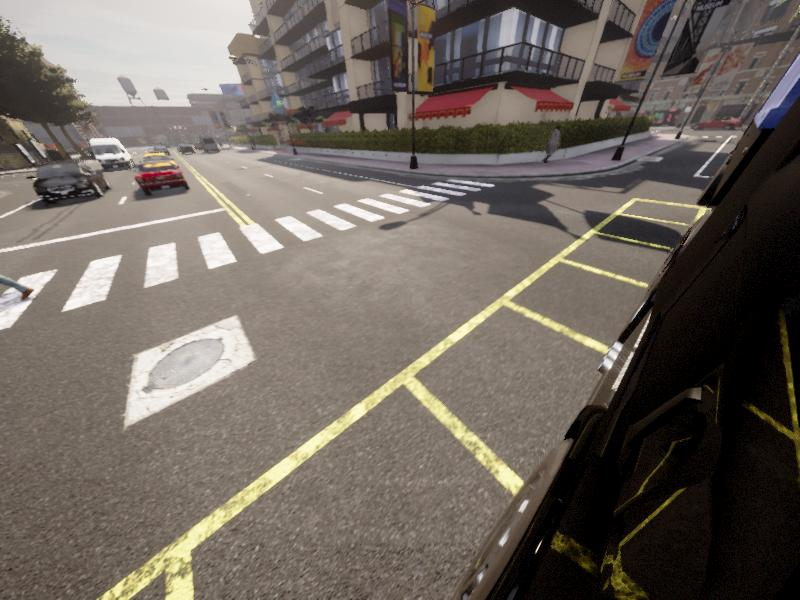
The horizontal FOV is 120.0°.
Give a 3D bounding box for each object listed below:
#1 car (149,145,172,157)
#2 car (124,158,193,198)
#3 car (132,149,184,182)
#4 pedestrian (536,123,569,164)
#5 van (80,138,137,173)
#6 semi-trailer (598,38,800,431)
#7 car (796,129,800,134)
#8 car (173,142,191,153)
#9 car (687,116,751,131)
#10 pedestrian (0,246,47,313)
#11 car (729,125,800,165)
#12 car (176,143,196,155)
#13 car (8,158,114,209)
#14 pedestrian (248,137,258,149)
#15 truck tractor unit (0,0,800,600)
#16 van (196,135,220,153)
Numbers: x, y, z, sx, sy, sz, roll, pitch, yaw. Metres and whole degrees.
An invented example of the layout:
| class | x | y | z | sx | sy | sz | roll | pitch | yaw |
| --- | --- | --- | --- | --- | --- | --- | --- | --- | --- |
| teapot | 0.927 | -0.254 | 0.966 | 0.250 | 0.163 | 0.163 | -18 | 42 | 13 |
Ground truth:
| class | x | y | z | sx | sy | sz | roll | pitch | yaw |
| --- | --- | --- | --- | --- | --- | --- | --- | --- | --- |
| car | -41.359 | -25.857 | 39.930 | 2.128 | 1.511 | 4.902 | -28 | 44 | -30 |
| car | -13.024 | -6.784 | 12.581 | 1.895 | 1.301 | 4.718 | -28 | 44 | -30 |
| car | -17.498 | -9.890 | 16.817 | 1.801 | 1.575 | 5.366 | -28 | 44 | -30 |
| pedestrian | 8.688 | -8.918 | 13.220 | 0.751 | 1.860 | 0.751 | -9 | 37 | -9 |
| van | -28.678 | -14.530 | 22.997 | 1.988 | 2.561 | 5.915 | -28 | 44 | -30 |
| semi-trailer | 8.694 | -3.607 | 4.235 | 14.254 | 4.402 | 2.717 | -28 | 43 | -30 |
| car | 44.293 | -18.018 | 23.640 | 4.902 | 1.511 | 2.128 | -14 | 38 | -14 |
| car | -45.366 | -31.799 | 48.117 | 2.038 | 1.542 | 4.974 | -28 | 44 | -30 |
| car | 47.304 | -26.264 | 34.425 | 2.152 | 1.651 | 5.027 | -21 | 40 | -22 |
| pedestrian | -6.934 | -0.679 | 3.455 | 0.751 | 1.860 | 0.751 | -21 | 40 | -23 |
| car | 20.601 | -8.736 | 12.861 | 5.357 | 1.411 | 2.033 | -28 | 43 | -30 |
| car | -38.076 | -26.875 | 41.095 | 1.837 | 1.490 | 4.892 | -28 | 44 | -30 |
| car | -16.706 | -6.105 | 11.746 | 1.837 | 1.490 | 4.892 | -28 | 44 | -30 |
| pedestrian | -26.313 | -28.111 | 41.359 | 0.751 | 1.860 | 0.751 | -19 | 40 | -21 |
| truck tractor unit | 2.645 | -0.295 | 0.351 | 6.516 | 4.208 | 3.053 | -28 | 44 | -30 |
| van | -35.084 | -28.503 | 42.200 | 1.988 | 2.561 | 5.915 | -28 | 43 | -30 |
